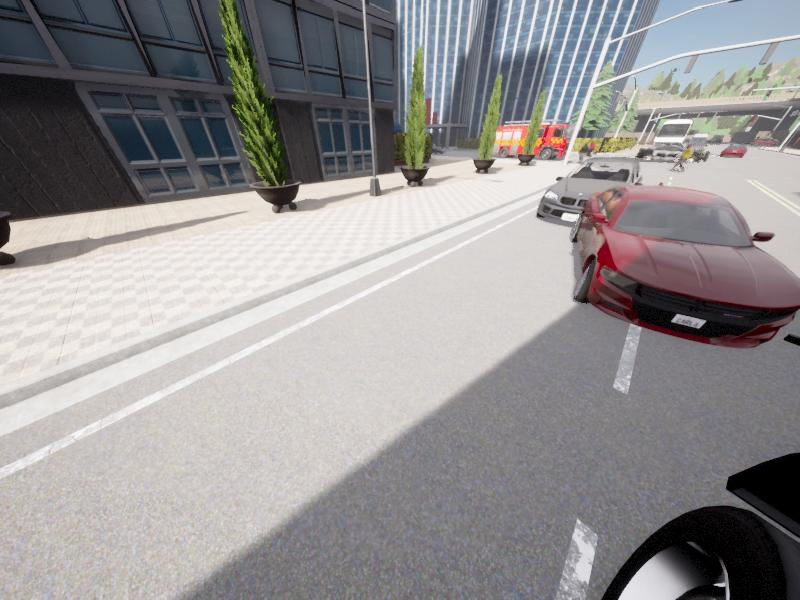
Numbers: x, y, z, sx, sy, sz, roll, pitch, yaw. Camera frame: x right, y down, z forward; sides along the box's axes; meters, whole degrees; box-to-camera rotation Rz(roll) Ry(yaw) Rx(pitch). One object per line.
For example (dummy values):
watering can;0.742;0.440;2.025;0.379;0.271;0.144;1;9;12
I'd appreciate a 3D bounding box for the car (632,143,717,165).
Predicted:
car;27.437;-14.846;23.371;5.238;1.638;1.930;29;45;35

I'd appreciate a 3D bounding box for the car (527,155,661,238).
car;6.557;-3.737;7.736;4.611;1.667;2.242;-30;44;-35

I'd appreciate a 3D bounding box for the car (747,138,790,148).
car;82.516;-35.217;51.820;2.033;1.649;4.856;-22;40;-26

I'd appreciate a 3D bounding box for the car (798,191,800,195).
car;18.087;-4.528;8.865;1.789;1.549;3.705;30;45;35

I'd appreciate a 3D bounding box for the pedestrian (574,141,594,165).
pedestrian;17.688;-14.166;22.250;0.751;1.860;0.751;-30;45;-35

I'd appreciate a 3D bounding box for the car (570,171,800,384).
car;4.584;-1.213;4.267;1.882;1.535;5.008;18;39;25

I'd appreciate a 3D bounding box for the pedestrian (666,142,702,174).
pedestrian;20.332;-10.204;16.598;0.751;1.860;0.751;18;39;24

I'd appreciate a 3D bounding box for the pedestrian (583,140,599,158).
pedestrian;24.551;-19.452;29.706;0.751;1.860;0.751;-25;42;-31

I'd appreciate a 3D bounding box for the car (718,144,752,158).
car;43.683;-19.578;30.204;4.181;1.385;1.994;-28;44;-33

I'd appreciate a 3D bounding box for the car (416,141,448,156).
car;5.095;-24.462;37.216;4.856;1.649;2.033;30;45;34

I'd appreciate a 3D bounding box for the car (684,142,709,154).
car;46.320;-23.823;36.150;1.812;1.442;4.674;30;45;35

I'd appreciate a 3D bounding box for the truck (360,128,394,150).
truck;-5.310;-36.821;52.960;8.468;3.827;2.891;29;45;35

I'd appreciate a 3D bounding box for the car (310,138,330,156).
car;-12.363;-23.969;36.009;2.390;2.098;6.274;-9;36;-12

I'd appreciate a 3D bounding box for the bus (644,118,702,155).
bus;43.195;-25.915;36.708;3.944;4.253;10.273;30;45;35

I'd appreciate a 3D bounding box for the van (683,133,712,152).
van;51.772;-27.464;40.330;1.988;2.561;5.915;30;45;35

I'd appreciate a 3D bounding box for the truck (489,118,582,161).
truck;15.809;-19.310;27.909;2.891;3.827;8.468;-30;45;-35
